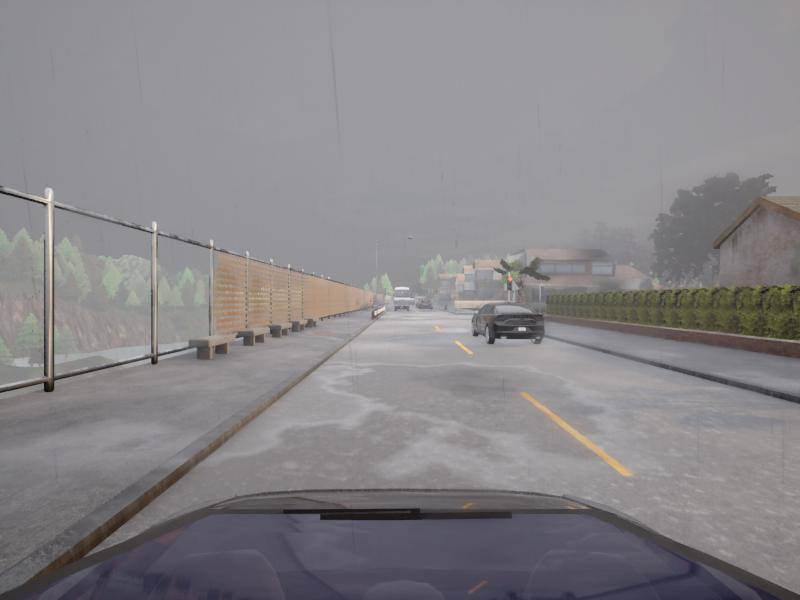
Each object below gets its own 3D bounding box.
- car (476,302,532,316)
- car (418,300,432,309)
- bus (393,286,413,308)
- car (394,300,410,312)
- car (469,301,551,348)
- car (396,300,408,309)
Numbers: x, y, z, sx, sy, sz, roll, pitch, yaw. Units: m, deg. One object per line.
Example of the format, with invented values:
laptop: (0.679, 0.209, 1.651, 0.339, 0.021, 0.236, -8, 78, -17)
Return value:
car: (10.389, 0.895, 40.367, 5.357, 1.411, 2.033, 0, 0, 9)
car: (4.358, 0.756, 69.794, 2.242, 1.667, 4.611, 0, 0, 0)
bus: (0.551, -0.539, 83.810, 3.944, 4.253, 10.273, 0, 0, 0)
car: (0.314, 0.781, 57.989, 2.152, 1.651, 5.027, 0, 0, 2)
car: (4.085, 0.823, 15.817, 1.882, 1.535, 5.008, 0, 0, 0)
car: (0.375, 0.824, 72.797, 2.242, 1.667, 4.611, 0, 0, 0)
